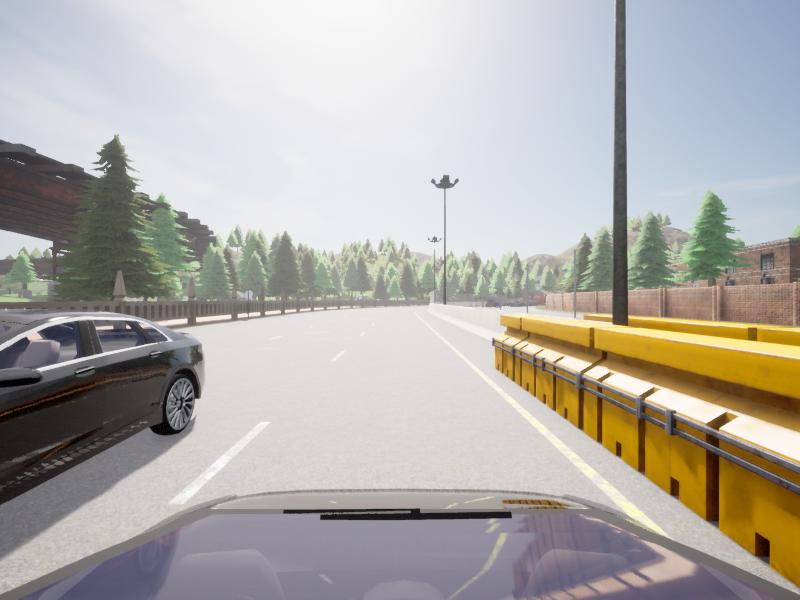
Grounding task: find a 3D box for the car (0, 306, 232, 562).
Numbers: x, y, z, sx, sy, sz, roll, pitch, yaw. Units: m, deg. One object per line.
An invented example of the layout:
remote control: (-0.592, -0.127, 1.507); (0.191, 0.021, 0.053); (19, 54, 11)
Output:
car: (-3.500, 0.837, 3.363); (2.128, 1.511, 4.902); (0, 0, 0)
